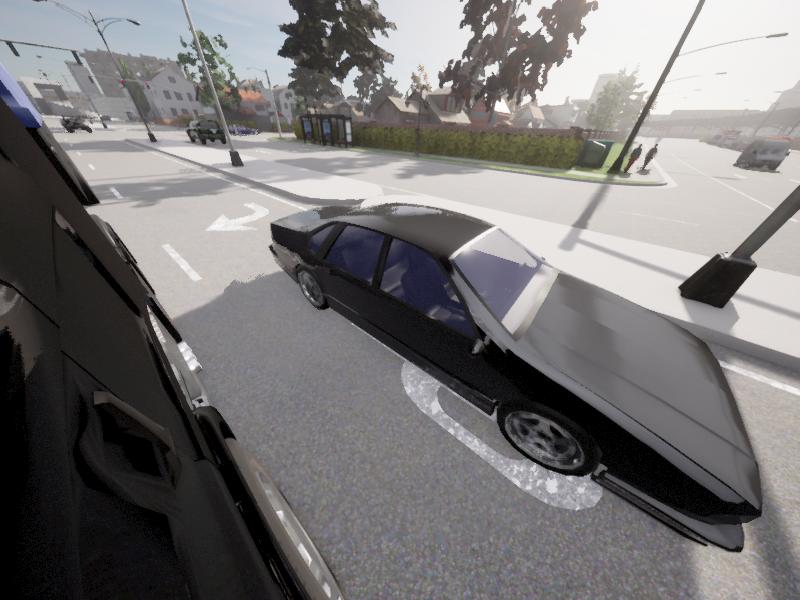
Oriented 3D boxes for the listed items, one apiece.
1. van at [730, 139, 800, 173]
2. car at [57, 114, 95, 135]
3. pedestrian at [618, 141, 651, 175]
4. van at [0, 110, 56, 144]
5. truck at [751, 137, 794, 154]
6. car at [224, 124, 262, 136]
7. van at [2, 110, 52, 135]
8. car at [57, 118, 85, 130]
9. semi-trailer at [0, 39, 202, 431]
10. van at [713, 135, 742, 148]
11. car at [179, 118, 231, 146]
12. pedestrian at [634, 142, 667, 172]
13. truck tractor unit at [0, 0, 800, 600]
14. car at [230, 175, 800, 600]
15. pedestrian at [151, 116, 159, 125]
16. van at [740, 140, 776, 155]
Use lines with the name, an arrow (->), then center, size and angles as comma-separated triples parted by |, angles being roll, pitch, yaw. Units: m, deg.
van -> 37.530, -15.023, 23.879 | 1.988, 2.561, 5.915 | 28, 44, 30
car -> -40.395, -21.880, 28.766 | 3.866, 1.878, 1.905 | 28, 43, 29
pedestrian -> 15.510, -9.404, 15.338 | 0.751, 1.860, 0.751 | 28, 44, 30
van -> -31.055, -14.309, 19.109 | 4.480, 2.038, 2.069 | 28, 43, 29
truck -> 73.718, -30.820, 45.902 | 2.627, 2.467, 5.204 | 28, 45, 30
car -> -26.820, -29.067, 39.568 | 2.163, 1.488, 4.792 | 31, 45, 32
van -> -41.607, -19.856, 25.866 | 4.480, 2.038, 2.069 | 27, 43, 30
car -> -50.357, -26.862, 35.296 | 4.718, 1.301, 1.895 | 28, 43, 29
semi-trailer -> -8.726, -3.587, 4.197 | 14.254, 4.402, 2.717 | 28, 44, 29
van -> 81.199, -39.529, 57.452 | 2.351, 2.431, 6.366 | 28, 45, 30
car -> -20.597, -17.772, 24.391 | 5.566, 2.045, 2.150 | 28, 43, 29
pedestrian -> 18.464, -10.542, 17.044 | 0.751, 1.860, 0.751 | -24, 44, -31
truck tractor unit -> -2.645, -0.295, 0.351 | 6.516, 4.208, 3.053 | 28, 44, 30
car -> 0.358, -0.297, 2.897 | 5.357, 1.411, 2.033 | 28, 43, 29
pedestrian -> -69.808, -51.254, 65.910 | 0.751, 1.860, 0.751 | 28, 44, 30
van -> 65.249, -27.922, 42.199 | 2.069, 2.038, 4.480 | 28, 45, 30
